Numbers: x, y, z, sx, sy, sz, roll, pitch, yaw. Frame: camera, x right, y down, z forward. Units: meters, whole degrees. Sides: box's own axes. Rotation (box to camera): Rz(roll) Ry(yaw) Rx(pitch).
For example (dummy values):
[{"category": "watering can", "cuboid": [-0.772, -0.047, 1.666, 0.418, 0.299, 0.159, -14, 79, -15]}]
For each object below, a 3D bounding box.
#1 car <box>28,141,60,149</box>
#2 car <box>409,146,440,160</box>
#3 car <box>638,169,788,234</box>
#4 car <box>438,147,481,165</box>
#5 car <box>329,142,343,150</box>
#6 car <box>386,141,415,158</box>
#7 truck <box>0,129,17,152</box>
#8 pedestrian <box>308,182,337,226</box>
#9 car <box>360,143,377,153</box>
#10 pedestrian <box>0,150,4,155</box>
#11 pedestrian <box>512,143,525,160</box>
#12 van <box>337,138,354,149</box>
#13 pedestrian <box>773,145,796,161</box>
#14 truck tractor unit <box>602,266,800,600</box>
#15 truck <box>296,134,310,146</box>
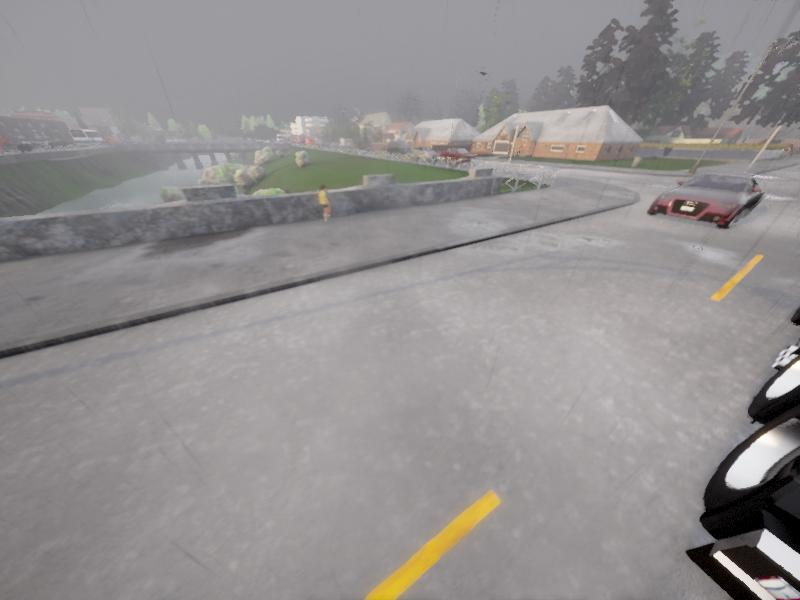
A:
[{"category": "car", "cuboid": [-82.816, -36.176, 53.817, 2.038, 1.542, 4.974, -18, 39, -24]}, {"category": "car", "cuboid": [3.365, -20.646, 32.386, 2.007, 1.525, 4.514, -18, 39, -24]}, {"category": "car", "cuboid": [10.971, -3.640, 8.151, 4.181, 1.385, 1.994, -18, 39, -24]}, {"category": "car", "cuboid": [6.889, -17.151, 27.388, 1.882, 1.535, 5.008, -18, 39, -24]}, {"category": "car", "cuboid": [-17.255, -41.354, 61.900, 2.038, 1.542, 4.974, -18, 39, -24]}, {"category": "car", "cuboid": [0.012, -24.224, 37.042, 2.150, 2.045, 5.566, -18, 39, -24]}, {"category": "truck", "cuboid": [-73.883, -28.155, 40.411, 2.891, 3.827, 8.468, -18, 39, -24]}, {"category": "pedestrian", "cuboid": [-2.323, -2.909, 6.982, 0.500, 1.100, 0.500, -26, 42, -32]}, {"category": "car", "cuboid": [-6.447, -30.520, 46.415, 1.851, 1.617, 3.988, -18, 39, -24]}, {"category": "pedestrian", "cuboid": [-58.457, -21.906, 33.082, 0.751, 1.860, 0.751, -20, 40, -26]}, {"category": "pedestrian", "cuboid": [15.426, -19.375, 30.159, 0.751, 1.860, 0.751, -18, 39, -24]}, {"category": "van", "cuboid": [-15.554, -44.601, 65.844, 2.351, 2.431, 6.366, -18, 39, -24]}, {"category": "pedestrian", "cuboid": [53.057, -20.309, 31.870, 0.751, 1.860, 0.751, -16, 38, -23]}, {"category": "truck tractor unit", "cuboid": [5.114, -0.297, 0.784, 6.516, 4.208, 3.053, -18, 39, -24]}, {"category": "truck", "cuboid": [-39.005, -64.091, 92.412, 2.891, 3.827, 8.468, -18, 39, -24]}]
